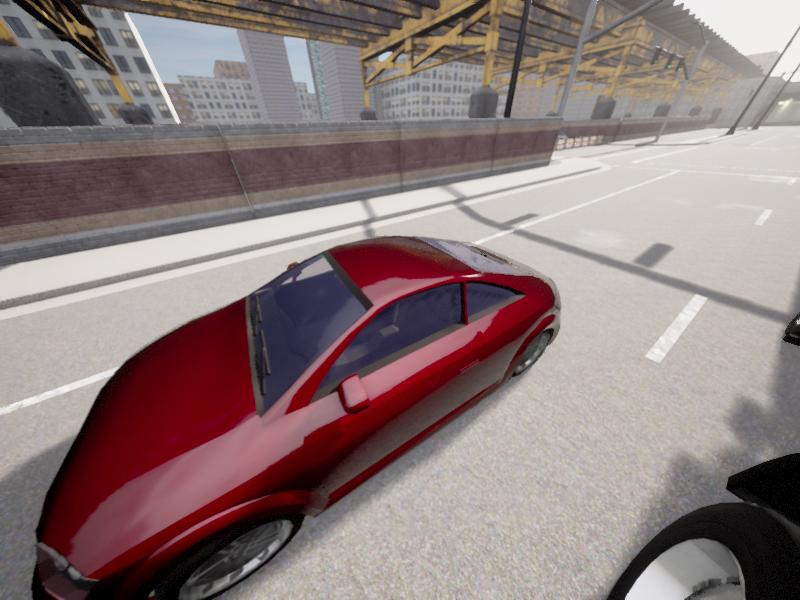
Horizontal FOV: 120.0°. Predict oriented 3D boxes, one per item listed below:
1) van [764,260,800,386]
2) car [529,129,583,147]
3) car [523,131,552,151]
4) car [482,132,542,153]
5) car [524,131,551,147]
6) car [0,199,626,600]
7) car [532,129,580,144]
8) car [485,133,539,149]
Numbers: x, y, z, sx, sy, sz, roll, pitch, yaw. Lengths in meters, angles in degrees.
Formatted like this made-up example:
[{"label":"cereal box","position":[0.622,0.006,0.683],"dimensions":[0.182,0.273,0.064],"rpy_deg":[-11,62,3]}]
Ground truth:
[{"label":"van","position":[7.004,-0.813,2.397],"dimensions":[5.915,2.561,1.988],"rpy_deg":[-23,41,-25]},{"label":"car","position":[19.121,-19.982,28.486],"dimensions":[4.974,1.542,2.038],"rpy_deg":[-5,36,-3]},{"label":"car","position":[15.096,-17.718,25.640],"dimensions":[2.038,1.542,4.974],"rpy_deg":[11,38,17]},{"label":"car","position":[11.270,-16.094,23.650],"dimensions":[4.974,1.542,2.038],"rpy_deg":[4,37,9]},{"label":"car","position":[15.108,-17.875,25.585],"dimensions":[1.853,1.218,4.536],"rpy_deg":[11,38,17]},{"label":"car","position":[-0.342,0.268,2.261],"dimensions":[4.181,1.385,1.994],"rpy_deg":[-21,40,-23]},{"label":"car","position":[19.064,-20.104,28.390],"dimensions":[4.536,1.218,1.853],"rpy_deg":[-5,36,-3]},{"label":"car","position":[11.214,-16.224,23.565],"dimensions":[4.536,1.218,1.853],"rpy_deg":[4,37,9]}]
